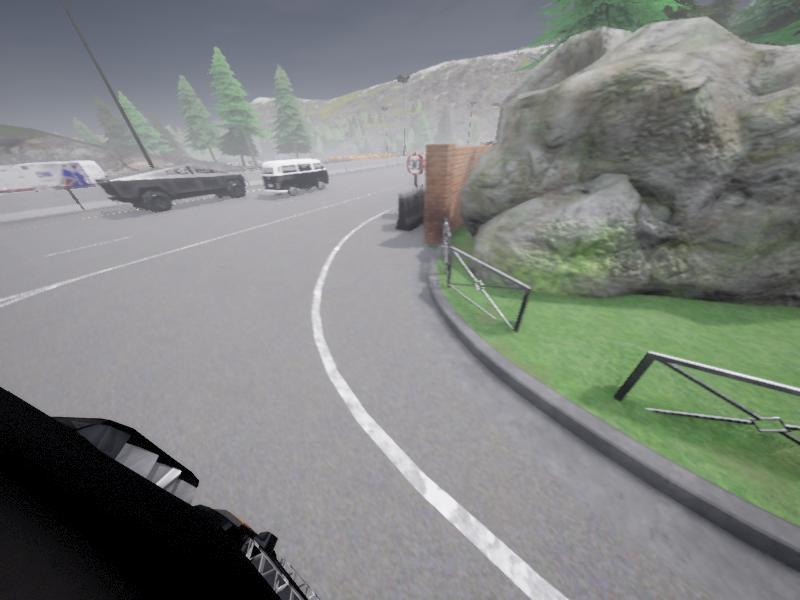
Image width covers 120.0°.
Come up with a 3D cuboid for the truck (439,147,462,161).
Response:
[{"bbox_3d":[10.293,-29.713,46.974,2.390,2.098,6.274,17,38,28],"label":"truck"}]

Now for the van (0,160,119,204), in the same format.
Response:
[{"bbox_3d":[-28.824,-10.066,19.337,1.988,2.561,5.915,15,37,25],"label":"van"}]

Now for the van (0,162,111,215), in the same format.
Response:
[{"bbox_3d":[-23.939,-7.085,14.568,2.351,2.431,6.366,15,37,25],"label":"van"}]

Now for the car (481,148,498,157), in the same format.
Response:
[{"bbox_3d":[21.224,-34.894,54.647,2.128,1.511,4.902,22,40,32],"label":"car"}]

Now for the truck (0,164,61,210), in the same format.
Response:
[{"bbox_3d":[-27.602,-7.318,15.140,2.627,2.467,5.204,15,37,25],"label":"truck"}]

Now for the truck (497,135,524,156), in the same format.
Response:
[{"bbox_3d":[26.210,-36.537,54.693,2.891,3.827,8.468,22,41,33],"label":"truck"}]

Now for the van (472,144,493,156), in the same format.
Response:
[{"bbox_3d":[21.045,-38.372,59.110,2.351,2.431,6.366,24,42,34],"label":"van"}]

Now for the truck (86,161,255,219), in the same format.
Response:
[{"bbox_3d":[-12.559,-6.684,13.481,2.390,2.098,6.274,15,37,25],"label":"truck"}]

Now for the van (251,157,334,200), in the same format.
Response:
[{"bbox_3d":[-7.006,-8.374,15.728,2.069,2.038,4.480,15,38,25],"label":"van"}]
